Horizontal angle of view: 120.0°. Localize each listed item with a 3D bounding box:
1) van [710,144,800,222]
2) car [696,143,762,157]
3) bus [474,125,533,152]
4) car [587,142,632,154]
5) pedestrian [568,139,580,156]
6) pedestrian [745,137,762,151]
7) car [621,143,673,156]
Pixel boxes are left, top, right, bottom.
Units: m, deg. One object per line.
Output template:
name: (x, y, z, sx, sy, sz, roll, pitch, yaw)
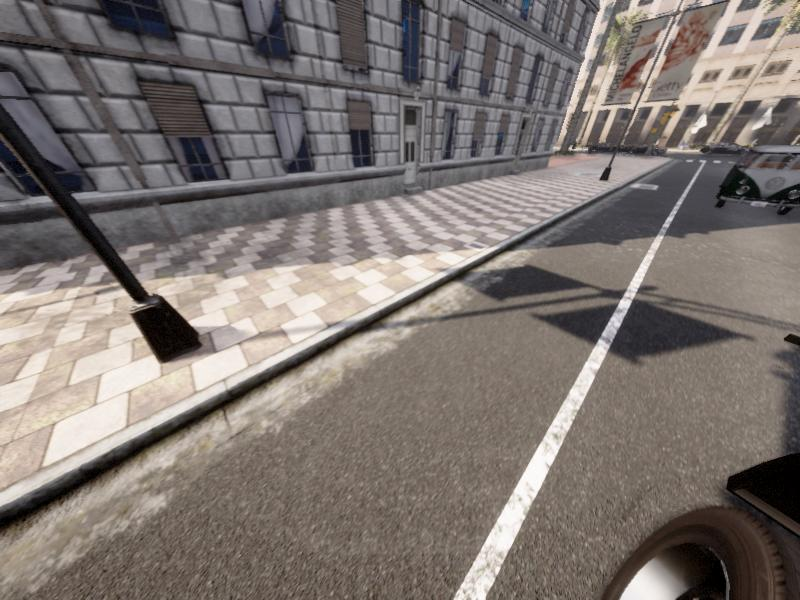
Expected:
van: (13.555, -4.512, 8.520, 4.442, 1.987, 1.775, -27, 43, -33)
car: (44.471, -20.462, 31.402, 2.128, 1.511, 4.902, -27, 43, -33)
bus: (21.535, -33.958, 48.725, 10.273, 4.253, 3.944, 17, 39, 24)
car: (35.626, -26.095, 39.511, 1.930, 1.638, 5.238, -28, 44, -34)
pedestrian: (24.535, -21.522, 32.602, 0.751, 1.860, 0.751, 25, 42, 32)
pedestrian: (57.997, -25.569, 37.924, 0.751, 1.860, 0.751, -27, 43, -32)
car: (36.119, -22.116, 33.958, 1.812, 1.442, 4.674, -18, 38, -24)
